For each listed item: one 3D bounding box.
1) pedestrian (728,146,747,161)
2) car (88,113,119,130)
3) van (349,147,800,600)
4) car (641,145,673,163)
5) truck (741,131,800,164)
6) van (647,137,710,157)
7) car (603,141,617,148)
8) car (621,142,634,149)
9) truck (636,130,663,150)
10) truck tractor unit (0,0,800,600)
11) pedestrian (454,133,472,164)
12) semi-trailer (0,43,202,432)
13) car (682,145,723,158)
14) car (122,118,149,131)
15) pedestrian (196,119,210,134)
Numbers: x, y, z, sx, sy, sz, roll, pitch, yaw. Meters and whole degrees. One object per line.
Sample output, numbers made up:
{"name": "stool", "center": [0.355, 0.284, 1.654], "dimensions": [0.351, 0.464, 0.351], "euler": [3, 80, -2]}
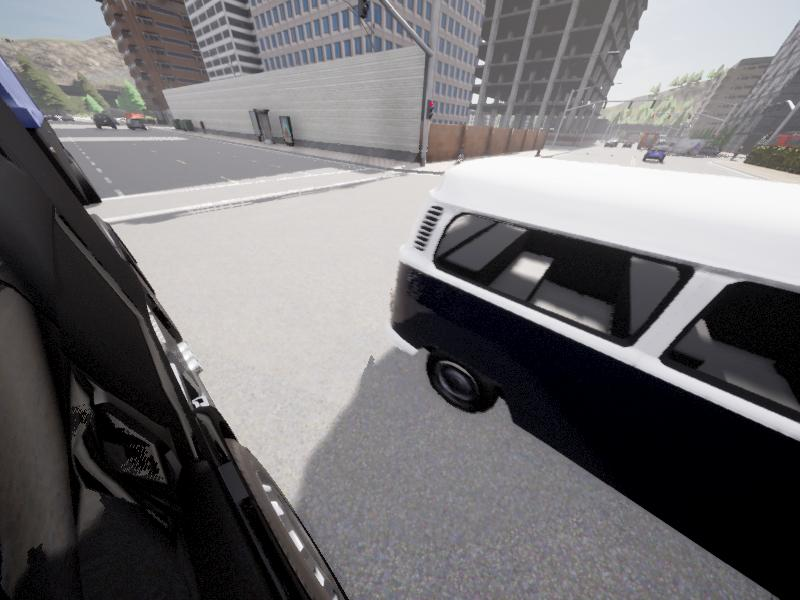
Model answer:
{"name": "pedestrian", "center": [49.401, -21.497, 33.859], "dimensions": [0.751, 1.860, 0.751], "euler": [-26, 45, -32]}
{"name": "car", "center": [-51.420, -30.942, 40.047], "dimensions": [5.566, 2.045, 2.150], "euler": [28, 44, 30]}
{"name": "van", "center": [2.026, 0.376, 1.566], "dimensions": [4.480, 2.038, 2.069], "euler": [28, 44, 30]}
{"name": "car", "center": [30.860, -17.614, 27.849], "dimensions": [2.007, 1.525, 4.514], "euler": [29, 44, 31]}
{"name": "truck", "center": [58.887, -22.474, 34.143], "dimensions": [8.468, 3.827, 2.891], "euler": [28, 43, 30]}
{"name": "van", "center": [47.407, -26.197, 39.582], "dimensions": [6.366, 2.431, 2.351], "euler": [7, 36, 6]}
{"name": "car", "center": [52.970, -39.288, 58.257], "dimensions": [2.033, 1.411, 5.357], "euler": [28, 44, 30]}
{"name": "car", "center": [58.101, -39.503, 58.946], "dimensions": [1.895, 1.301, 4.718], "euler": [28, 44, 30]}
{"name": "truck", "center": [62.745, -40.397, 58.319], "dimensions": [2.891, 3.827, 8.468], "euler": [28, 44, 30]}
{"name": "truck tractor unit", "center": [-2.645, -0.295, 0.352], "dimensions": [6.516, 4.208, 3.053], "euler": [28, 44, 30]}
{"name": "pedestrian", "center": [4.670, -11.242, 17.149], "dimensions": [0.751, 1.860, 0.751], "euler": [25, 42, 27]}
{"name": "semi-trailer", "center": [-8.698, -3.615, 4.213], "dimensions": [14.254, 4.402, 2.717], "euler": [28, 44, 30]}
{"name": "car", "center": [54.151, -26.708, 41.428], "dimensions": [3.988, 1.617, 1.851], "euler": [27, 43, 29]}
{"name": "car", "center": [-46.913, -31.105, 40.891], "dimensions": [4.856, 1.649, 2.033], "euler": [28, 44, 30]}
{"name": "pedestrian", "center": [-29.881, -26.308, 35.047], "dimensions": [0.751, 1.860, 0.751], "euler": [31, 45, 32]}
